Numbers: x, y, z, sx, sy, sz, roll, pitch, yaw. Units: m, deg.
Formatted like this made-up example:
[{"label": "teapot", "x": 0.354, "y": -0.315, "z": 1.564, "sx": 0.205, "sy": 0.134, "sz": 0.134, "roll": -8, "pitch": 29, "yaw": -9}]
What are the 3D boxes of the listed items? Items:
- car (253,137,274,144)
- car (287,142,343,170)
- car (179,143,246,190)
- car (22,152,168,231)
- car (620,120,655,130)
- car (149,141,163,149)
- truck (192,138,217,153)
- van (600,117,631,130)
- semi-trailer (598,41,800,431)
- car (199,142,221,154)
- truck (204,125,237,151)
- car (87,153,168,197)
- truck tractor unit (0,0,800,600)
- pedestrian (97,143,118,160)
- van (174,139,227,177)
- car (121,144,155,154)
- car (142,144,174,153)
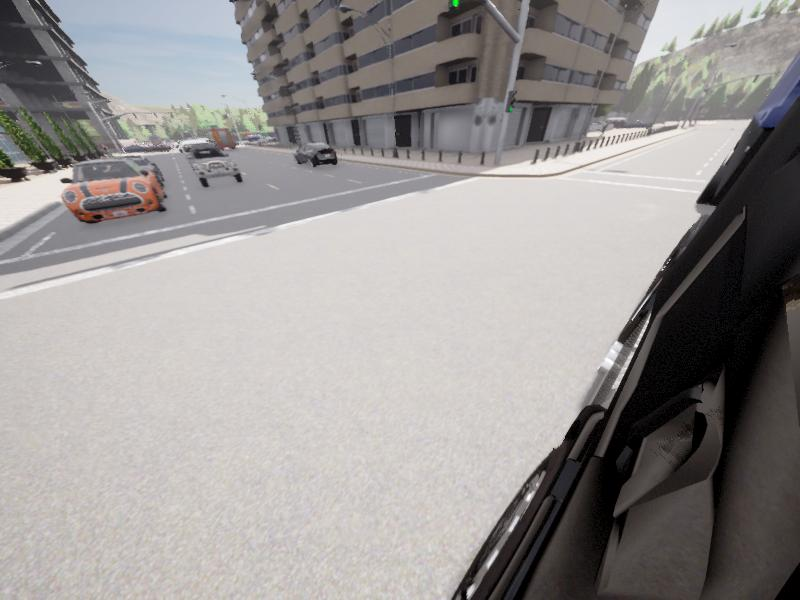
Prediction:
[{"label": "car", "x": -41.017, "y": -48.009, "z": 69.489, "sx": 4.611, "sy": 1.667, "sz": 2.242, "roll": -28, "pitch": 44, "yaw": -30}, {"label": "car", "x": -6.730, "y": -11.386, "z": 18.098, "sx": 2.163, "sy": 1.488, "sz": 4.792, "roll": -28, "pitch": 43, "yaw": -30}, {"label": "car", "x": -10.806, "y": -7.797, "z": 13.224, "sx": 1.932, "sy": 1.855, "sz": 4.605, "roll": -28, "pitch": 43, "yaw": -30}, {"label": "car", "x": -10.503, "y": -4.264, "z": 8.538, "sx": 2.097, "sy": 1.767, "sz": 4.553, "roll": -28, "pitch": 43, "yaw": -29}, {"label": "car", "x": 49.502, "y": -36.540, "z": 48.242, "sx": 1.812, "sy": 1.442, "sz": 4.674, "roll": -27, "pitch": 43, "yaw": -29}, {"label": "car", "x": -69.323, "y": -44.015, "z": 65.653, "sx": 2.097, "sy": 1.767, "sz": 4.553, "roll": -28, "pitch": 44, "yaw": -30}, {"label": "truck", "x": -36.308, "y": -28.720, "z": 42.761, "sx": 2.390, "sy": 2.098, "sz": 6.274, "roll": -28, "pitch": 44, "yaw": -30}, {"label": "van", "x": 49.159, "y": -40.301, "z": 52.806, "sx": 2.069, "sy": 2.038, "sz": 4.480, "roll": -28, "pitch": 44, "yaw": -30}, {"label": "semi-trailer", "x": 8.691, "y": -3.607, "z": 4.240, "sx": 14.254, "sy": 4.402, "sz": 2.717, "roll": -28, "pitch": 44, "yaw": -30}, {"label": "car", "x": -31.308, "y": -25.068, "z": 38.007, "sx": 1.882, "sy": 1.535, "sz": 5.008, "roll": -28, "pitch": 43, "yaw": -30}, {"label": "truck", "x": -35.804, "y": -32.267, "z": 46.038, "sx": 2.891, "sy": 3.827, "sz": 8.468, "roll": -28, "pitch": 44, "yaw": -30}, {"label": "car", "x": -14.922, "y": -7.215, "z": 13.022, "sx": 2.128, "sy": 1.511, "sz": 4.902, "roll": -28, "pitch": 43, "yaw": -30}, {"label": "truck tractor unit", "x": 2.645, "y": -0.295, "z": 0.352, "sx": 6.516, "sy": 4.208, "sz": 3.053, "roll": -28, "pitch": 44, "yaw": -30}, {"label": "pedestrian", "x": -39.141, "y": -19.833, "z": 30.939, "sx": 0.751, "sy": 1.860, "sz": 0.751, "roll": -24, "pitch": 42, "yaw": -26}, {"label": "van", "x": -15.142, "y": -10.849, "z": 17.464, "sx": 2.069, "sy": 2.038, "sz": 4.480, "roll": -28, "pitch": 43, "yaw": -30}, {"label": "car", "x": -57.873, "y": -33.426, "z": 51.125, "sx": 4.674, "sy": 1.442, "sz": 1.812, "roll": -28, "pitch": 44, "yaw": -30}, {"label": "car", "x": -53.039, "y": -33.227, "z": 50.657, "sx": 4.718, "sy": 1.301, "sz": 1.895, "roll": -28, "pitch": 44, "yaw": -30}]
